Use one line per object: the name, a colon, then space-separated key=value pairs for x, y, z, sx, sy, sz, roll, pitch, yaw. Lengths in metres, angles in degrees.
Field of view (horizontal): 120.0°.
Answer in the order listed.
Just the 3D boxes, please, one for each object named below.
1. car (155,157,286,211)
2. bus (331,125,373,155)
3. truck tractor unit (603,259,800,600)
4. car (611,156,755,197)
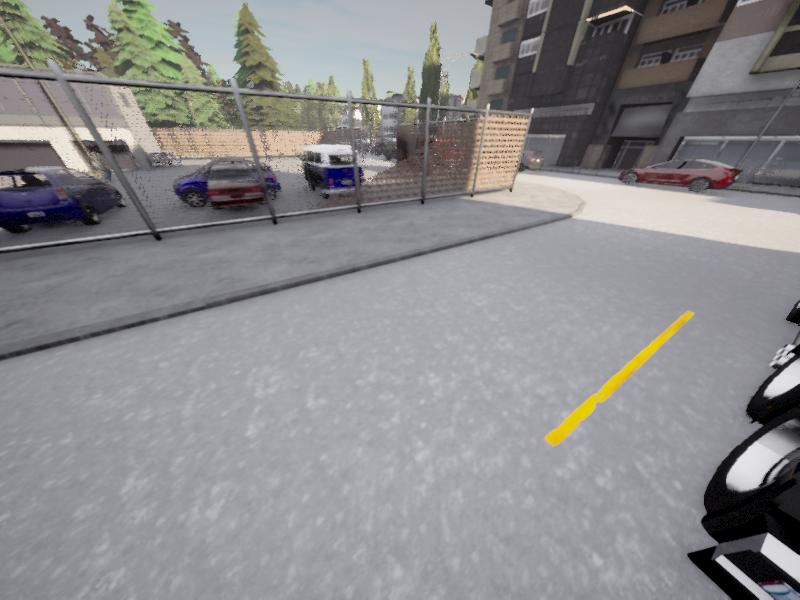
car: x=-7.029 y=-4.914 z=9.534 sx=3.705 sy=1.547 sz=1.789 roll=-18 pitch=39 yaw=-25
bus: x=-8.973 y=-31.388 z=45.314 sx=3.944 sy=4.253 sz=10.273 roll=6 pitch=36 yaw=11
truck tractor unit: x=5.104 y=-0.307 z=0.793 sx=6.516 sy=4.208 sz=3.053 roll=-19 pitch=39 yaw=-24
car: x=15.921 y=-7.340 z=13.412 sx=2.163 sy=1.488 sz=4.792 roll=-18 pitch=39 yaw=-25
